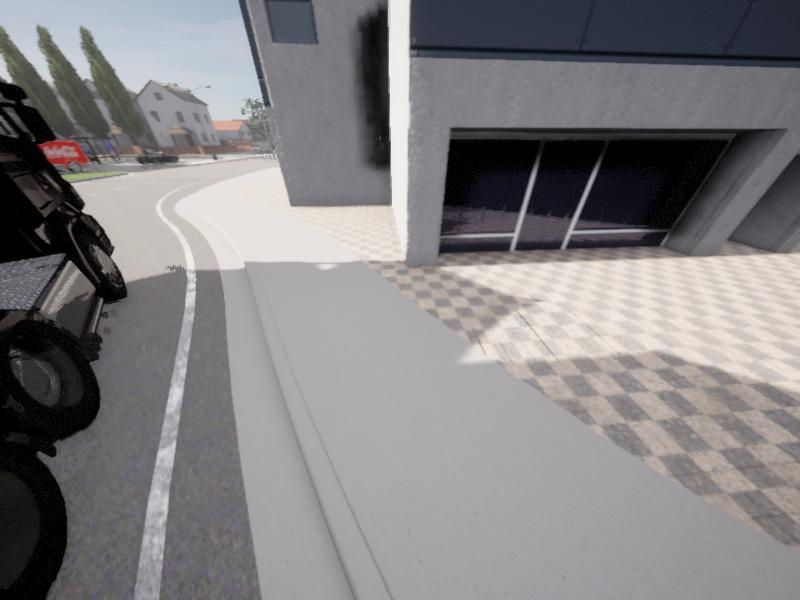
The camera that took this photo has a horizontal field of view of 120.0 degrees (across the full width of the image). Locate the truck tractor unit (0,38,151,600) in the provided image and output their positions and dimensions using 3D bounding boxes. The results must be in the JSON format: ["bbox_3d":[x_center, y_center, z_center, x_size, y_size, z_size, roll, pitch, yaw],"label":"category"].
[{"bbox_3d":[-4.699,-0.581,1.202,3.053,4.208,6.516,-26,42,-32],"label":"truck tractor unit"}]

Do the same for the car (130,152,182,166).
[{"bbox_3d":[-30.361,-17.762,28.980,1.895,1.301,4.718,-2,34,-4],"label":"car"}]

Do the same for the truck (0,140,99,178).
[{"bbox_3d":[-30.401,-11.930,19.393,2.627,2.467,5.204,3,34,4],"label":"truck"}]

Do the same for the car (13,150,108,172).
[{"bbox_3d":[-33.603,-14.060,23.236,1.930,1.638,5.238,0,34,0],"label":"car"}]
